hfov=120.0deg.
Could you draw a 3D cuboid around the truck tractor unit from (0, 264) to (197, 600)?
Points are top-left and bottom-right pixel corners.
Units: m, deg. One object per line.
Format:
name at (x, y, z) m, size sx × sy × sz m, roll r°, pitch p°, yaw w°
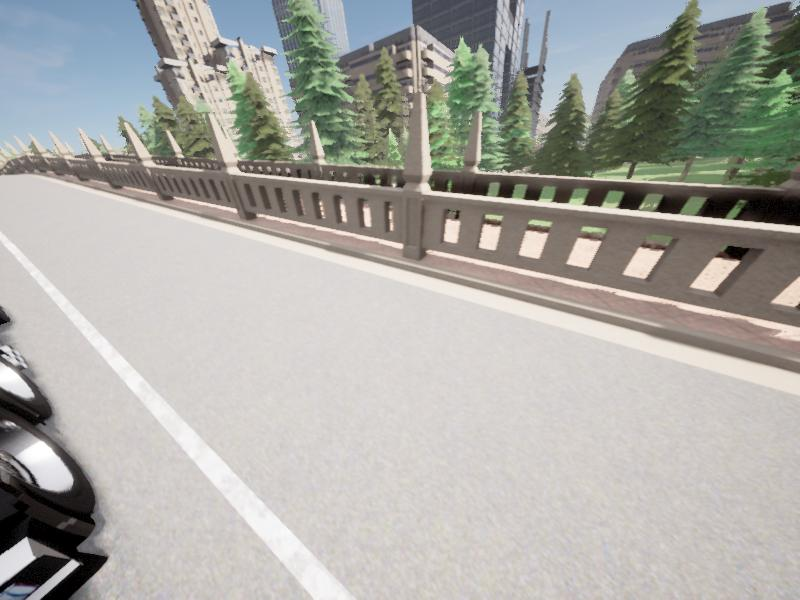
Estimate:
truck tractor unit at (-5.111, -0.300, 0.783) m, size 6.516 × 4.208 × 3.053 m, roll 18°, pitch 39°, yaw 24°
